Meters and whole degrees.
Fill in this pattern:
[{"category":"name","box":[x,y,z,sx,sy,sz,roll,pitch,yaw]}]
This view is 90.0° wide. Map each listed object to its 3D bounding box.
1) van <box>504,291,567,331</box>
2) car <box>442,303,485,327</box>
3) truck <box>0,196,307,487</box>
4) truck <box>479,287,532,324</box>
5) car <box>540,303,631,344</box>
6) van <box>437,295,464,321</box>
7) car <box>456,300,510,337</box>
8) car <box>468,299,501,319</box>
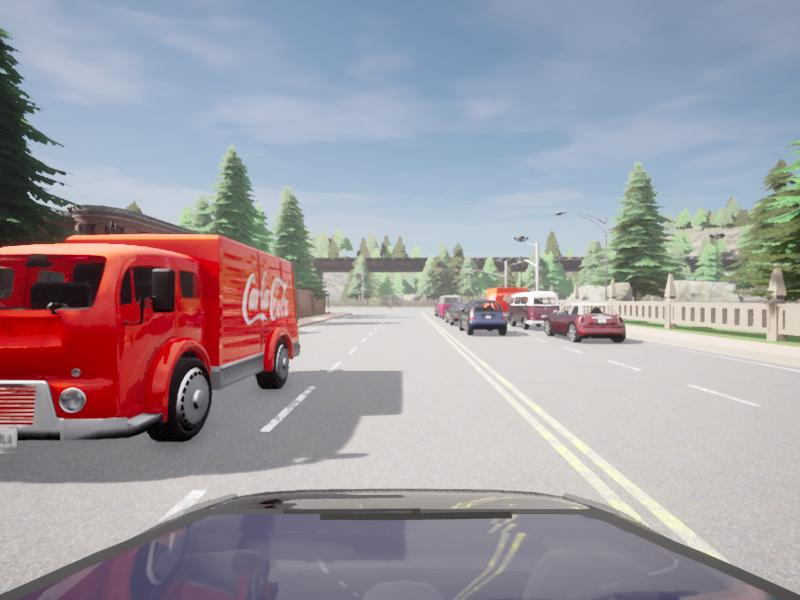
[{"category":"van","box":[7.443,0.572,22.492,2.069,2.038,4.480,0,0,1]},{"category":"car","box":[4.012,0.895,26.078,2.033,1.411,5.357,0,0,1]},{"category":"truck","box":[-3.370,0.360,6.022,2.627,2.467,5.204,0,0,1]},{"category":"truck","box":[7.576,0.358,29.430,2.627,2.467,5.204,0,0,1]},{"category":"car","box":[7.326,0.854,16.244,1.970,1.475,3.806,0,0,1]},{"category":"van","box":[4.143,0.600,33.180,1.775,1.987,4.442,0,0,1]},{"category":"car","box":[3.884,0.789,19.320,1.851,1.617,3.988,0,0,1]},{"category":"car","box":[7.714,0.779,36.930,2.033,1.649,4.856,0,0,1]}]
